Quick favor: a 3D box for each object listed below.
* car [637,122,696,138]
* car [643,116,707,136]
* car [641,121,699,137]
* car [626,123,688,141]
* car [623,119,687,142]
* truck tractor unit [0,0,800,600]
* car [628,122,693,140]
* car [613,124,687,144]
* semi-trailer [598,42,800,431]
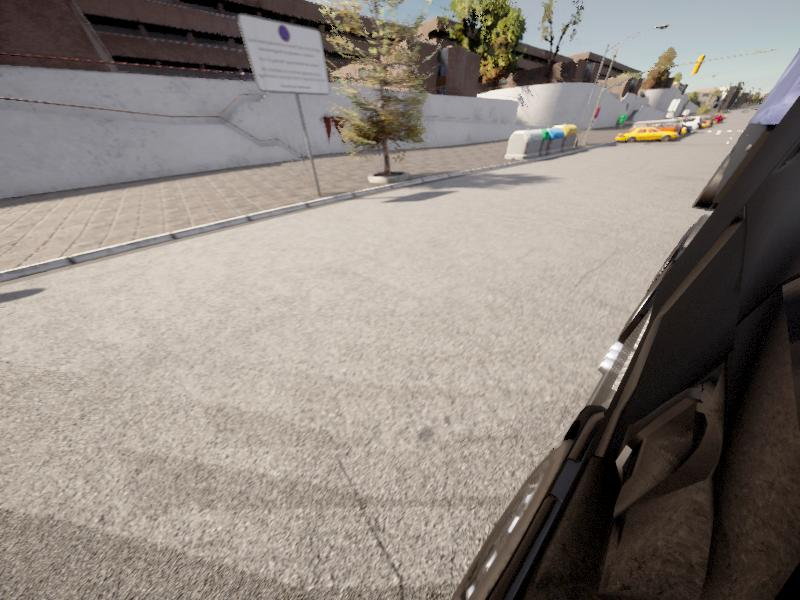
[{"bbox_3d":[37.105,-23.856,32.403,4.892,1.521,2.231,16,40,26],"label":"car"},{"bbox_3d":[41.605,-26.519,35.255,5.566,2.045,2.435,16,40,26],"label":"car"},{"bbox_3d":[39.372,-25.089,33.904,5.008,1.535,2.097,16,40,26],"label":"car"},{"bbox_3d":[32.531,-21.387,29.452,4.792,1.488,2.163,16,40,26],"label":"car"},{"bbox_3d":[30.374,-20.332,27.754,4.442,1.987,1.878,16,40,26],"label":"car"},{"bbox_3d":[2.645,-0.295,0.352,6.516,4.208,3.053,-28,44,-30],"label":"truck tractor unit"},{"bbox_3d":[34.667,-22.681,30.992,5.366,1.575,1.946,16,40,26],"label":"car"},{"bbox_3d":[28.173,-18.907,26.365,5.366,1.575,1.946,16,40,26],"label":"car"},{"bbox_3d":[8.701,-3.546,4.308,14.254,4.402,2.717,-28,43,-31],"label":"semi-trailer"}]
